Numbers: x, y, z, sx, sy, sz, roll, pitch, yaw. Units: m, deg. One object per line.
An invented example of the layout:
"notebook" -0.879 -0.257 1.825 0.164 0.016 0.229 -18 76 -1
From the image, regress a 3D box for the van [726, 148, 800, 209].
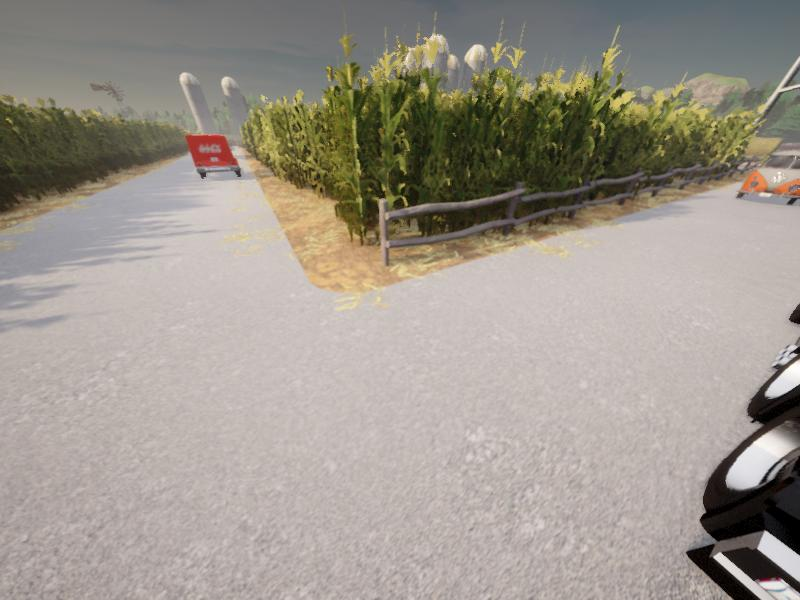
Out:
"van" 17.564 -5.630 10.493 4.442 1.987 1.775 -19 39 -25

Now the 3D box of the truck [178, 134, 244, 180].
"truck" -13.473 -10.590 16.939 2.627 2.467 5.204 -18 39 -24

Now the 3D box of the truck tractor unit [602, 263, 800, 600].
"truck tractor unit" 5.107 -0.306 0.782 6.516 4.208 3.053 -18 39 -24
